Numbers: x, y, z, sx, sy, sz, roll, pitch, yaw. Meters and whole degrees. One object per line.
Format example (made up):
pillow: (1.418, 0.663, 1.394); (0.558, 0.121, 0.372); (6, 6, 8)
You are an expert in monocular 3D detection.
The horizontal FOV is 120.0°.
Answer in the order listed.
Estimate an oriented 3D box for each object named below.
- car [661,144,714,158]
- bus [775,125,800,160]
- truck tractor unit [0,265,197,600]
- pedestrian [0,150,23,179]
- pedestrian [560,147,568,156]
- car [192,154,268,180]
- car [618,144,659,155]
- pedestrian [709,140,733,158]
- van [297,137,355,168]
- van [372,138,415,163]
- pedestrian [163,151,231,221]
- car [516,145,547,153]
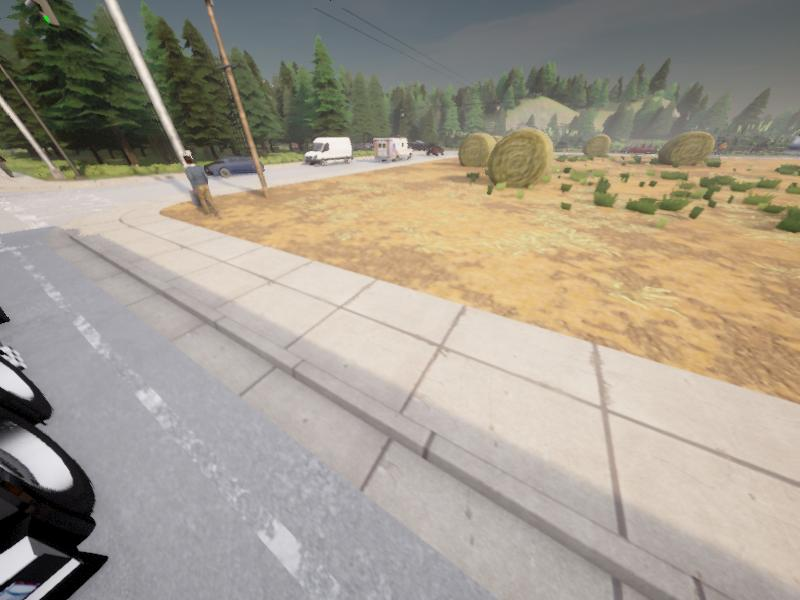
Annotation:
car: (40.611, -21.206, 32.785); (4.193, 1.474, 1.816); (21, 40, 27)
bus: (52.506, -17.920, 25.506); (10.273, 4.253, 3.944); (20, 40, 27)
truck tractor unit: (-5.114, -0.297, 0.784); (6.516, 4.208, 3.053); (18, 39, 24)
pedestrian: (-27.428, -9.400, 15.874); (0.751, 1.860, 0.751); (23, 41, 30)
pedestrian: (23.455, -21.252, 33.059); (0.500, 1.100, 0.500); (-20, 40, -26)
car: (-13.165, -10.585, 18.219); (1.994, 1.385, 4.181); (19, 39, 25)
car: (38.488, -24.409, 37.413); (4.193, 1.474, 1.816); (21, 40, 27)
pedestrian: (39.191, -18.468, 28.216); (0.751, 1.860, 0.751); (15, 38, 21)
van: (-7.786, -16.206, 25.223); (1.988, 2.561, 5.915); (19, 39, 25)
van: (-0.626, -19.111, 29.426); (2.351, 2.431, 6.366); (19, 39, 25)
pedestrian: (-6.370, -3.610, 7.337); (0.751, 1.860, 0.751); (19, 39, 25)
car: (25.390, -29.286, 44.719); (4.718, 1.301, 1.895); (21, 40, 27)
